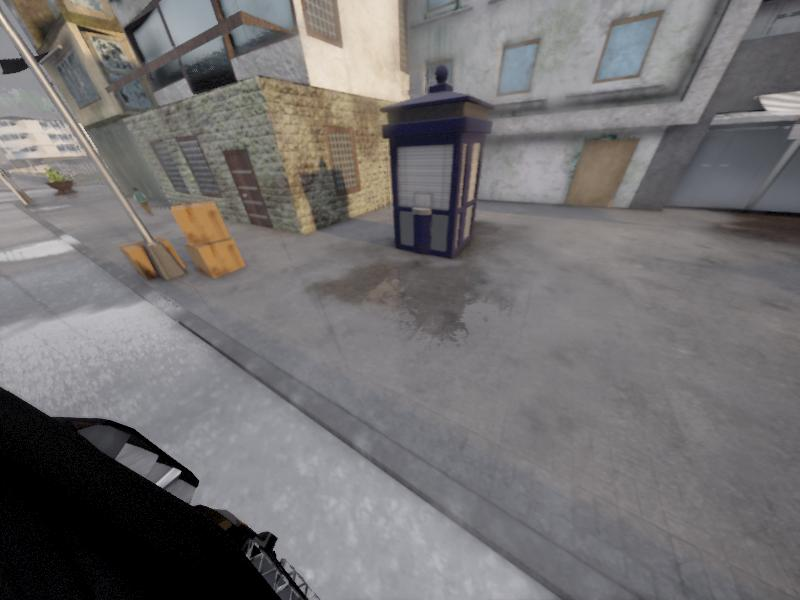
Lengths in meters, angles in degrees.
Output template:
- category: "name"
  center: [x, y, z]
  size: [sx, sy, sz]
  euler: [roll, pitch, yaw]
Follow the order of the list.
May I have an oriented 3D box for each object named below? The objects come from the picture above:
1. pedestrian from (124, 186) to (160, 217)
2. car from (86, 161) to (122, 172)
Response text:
- category: "pedestrian"
  center: [-11.009, -4.223, 9.895]
  size: [0.500, 1.100, 0.500]
  euler: [18, 39, 28]
- category: "car"
  center: [-82.499, -37.292, 64.408]
  size: [2.150, 2.045, 5.566]
  euler: [17, 38, 27]
